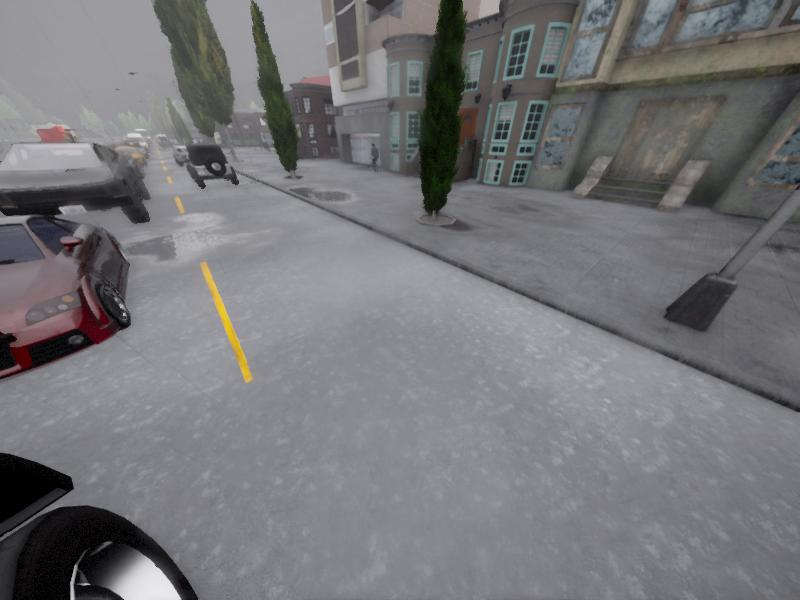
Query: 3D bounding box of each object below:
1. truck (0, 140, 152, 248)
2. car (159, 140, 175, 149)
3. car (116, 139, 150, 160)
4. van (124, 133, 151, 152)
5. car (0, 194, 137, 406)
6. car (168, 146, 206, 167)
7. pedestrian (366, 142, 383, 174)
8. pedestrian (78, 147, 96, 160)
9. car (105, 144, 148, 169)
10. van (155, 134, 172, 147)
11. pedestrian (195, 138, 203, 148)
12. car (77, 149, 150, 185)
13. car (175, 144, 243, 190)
[{"bbox_3d":[-10.408,-3.946,7.617,2.390,2.098,6.274,-27,43,-33],"label":"truck"},{"bbox_3d":[-49.733,-33.243,49.353,1.789,1.549,3.705,-27,43,-33],"label":"car"},{"bbox_3d":[-32.731,-18.624,28.467,1.932,1.855,4.605,-27,44,-33],"label":"car"},{"bbox_3d":[-45.637,-27.442,40.281,1.988,2.561,5.915,-27,43,-33],"label":"van"},{"bbox_3d":[-5.530,-0.338,3.234,1.994,1.385,4.181,-28,43,-34],"label":"car"},{"bbox_3d":[-20.242,-13.697,21.914,1.970,1.475,3.806,-27,43,-33],"label":"car"},{"bbox_3d":[-1.771,-9.929,16.154,0.751,1.860,0.751,-22,41,-29],"label":"pedestrian"},{"bbox_3d":[-33.987,-15.921,25.088,0.500,1.100,0.500,-11,37,-15],"label":"pedestrian"},{"bbox_3d":[-24.689,-13.180,21.067,1.801,1.575,5.366,-27,43,-33],"label":"car"},{"bbox_3d":[-61.579,-41.497,60.099,1.988,2.561,5.915,-27,43,-33],"label":"van"},{"bbox_3d":[-44.980,-35.261,51.765,0.751,1.860,0.751,-23,41,-29],"label":"pedestrian"},{"bbox_3d":[-17.729,-8.548,14.603,2.128,1.511,4.902,-27,43,-33],"label":"car"},{"bbox_3d":[-10.672,-7.539,12.887,1.905,1.878,3.866,-27,43,-33],"label":"car"}]
